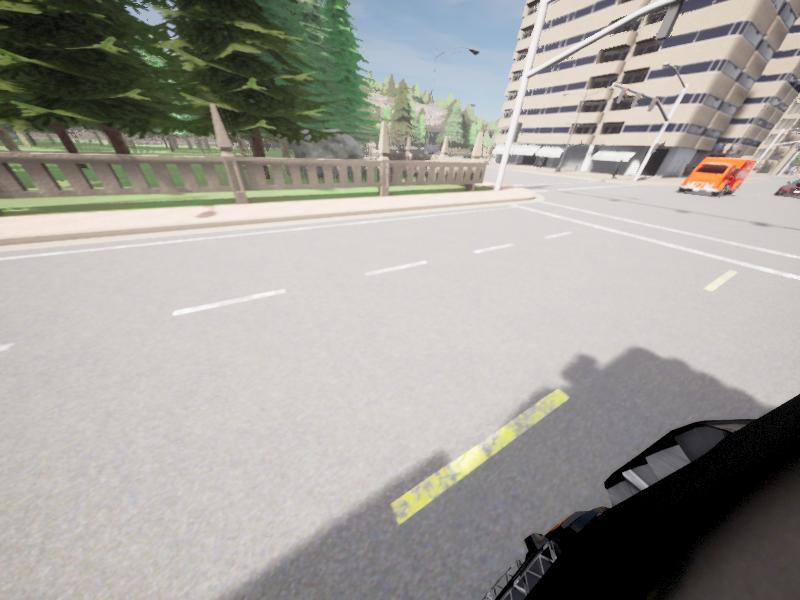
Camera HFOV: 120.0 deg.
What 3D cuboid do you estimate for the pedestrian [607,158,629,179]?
[{"bbox_3d":[23.614,-14.236,25.059,0.751,1.860,0.751,-12,36,-21],"label":"pedestrian"}]

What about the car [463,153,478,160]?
[{"bbox_3d":[18.144,-36.997,59.515,1.994,1.385,4.181,25,39,29],"label":"car"}]

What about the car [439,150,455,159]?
[{"bbox_3d":[11.558,-35.376,56.291,2.242,1.667,4.611,18,36,21],"label":"car"}]

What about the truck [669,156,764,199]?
[{"bbox_3d":[24.199,-9.450,17.728,5.204,2.467,2.627,-15,38,-25],"label":"truck"}]

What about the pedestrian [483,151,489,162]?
[{"bbox_3d":[17.693,-29.559,47.566,0.751,1.860,0.751,11,35,12],"label":"pedestrian"}]

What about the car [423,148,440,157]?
[{"bbox_3d":[8.638,-40.275,63.066,2.150,2.045,5.566,24,39,29],"label":"car"}]

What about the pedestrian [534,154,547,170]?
[{"bbox_3d":[19.478,-19.131,32.071,0.751,1.860,0.751,-6,35,-13],"label":"pedestrian"}]

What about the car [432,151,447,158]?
[{"bbox_3d":[10.290,-37.828,60.072,1.812,1.442,4.674,22,38,26],"label":"car"}]

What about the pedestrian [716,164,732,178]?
[{"bbox_3d":[52.984,-21.119,37.806,0.751,1.860,0.751,-21,41,-32],"label":"pedestrian"}]

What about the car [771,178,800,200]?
[{"bbox_3d":[34.087,-9.442,19.563,4.181,1.385,1.994,-15,38,-25],"label":"car"}]
